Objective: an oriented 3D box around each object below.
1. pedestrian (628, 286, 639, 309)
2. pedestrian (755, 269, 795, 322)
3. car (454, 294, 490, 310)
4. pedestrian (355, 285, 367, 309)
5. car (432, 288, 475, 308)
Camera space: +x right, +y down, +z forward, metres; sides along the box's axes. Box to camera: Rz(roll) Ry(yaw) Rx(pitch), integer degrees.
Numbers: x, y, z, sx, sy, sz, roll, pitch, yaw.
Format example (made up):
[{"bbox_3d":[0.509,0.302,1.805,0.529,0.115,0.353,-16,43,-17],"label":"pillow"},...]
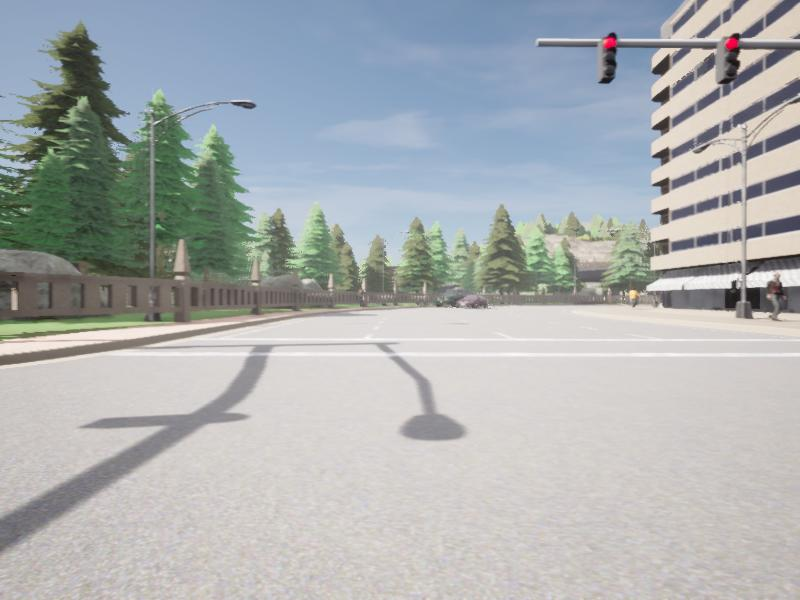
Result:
[{"bbox_3d":[18.601,-0.194,31.904,0.751,1.860,0.751,0,0,27],"label":"pedestrian"},{"bbox_3d":[13.641,-0.159,14.583,0.751,1.860,0.751,0,0,-3],"label":"pedestrian"},{"bbox_3d":[7.025,0.146,38.673,1.812,1.442,4.674,0,0,33],"label":"car"},{"bbox_3d":[-3.162,-0.246,32.544,0.751,1.860,0.751,0,0,19],"label":"pedestrian"},{"bbox_3d":[5.888,-0.170,43.343,2.150,2.045,5.566,0,0,36],"label":"car"}]
